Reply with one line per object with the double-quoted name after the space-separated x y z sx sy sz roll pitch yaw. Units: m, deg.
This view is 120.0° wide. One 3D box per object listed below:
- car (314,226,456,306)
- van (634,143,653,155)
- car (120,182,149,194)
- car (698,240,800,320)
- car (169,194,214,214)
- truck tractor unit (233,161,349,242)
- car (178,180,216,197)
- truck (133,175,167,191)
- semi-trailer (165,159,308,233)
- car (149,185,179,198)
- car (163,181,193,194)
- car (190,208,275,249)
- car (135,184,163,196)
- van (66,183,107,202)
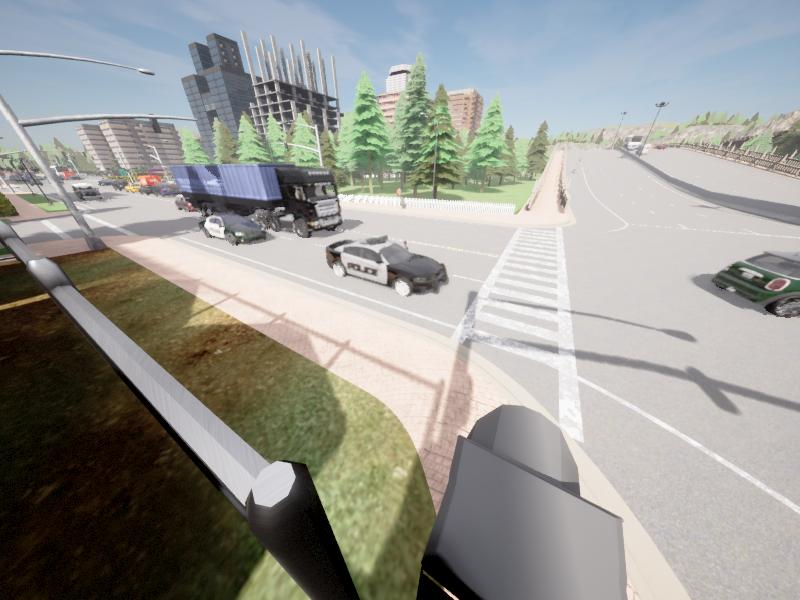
-0.710 -1.627 9.183 5.238 1.638 1.930 17 34 28 "car"
73.669 -45.726 70.050 2.351 2.431 6.366 16 41 26 "van"
-47.118 -19.966 41.007 5.366 1.575 1.801 17 34 27 "car"
13.452 -0.515 7.104 4.553 1.767 2.097 8 31 13 "car"
-21.527 -9.986 23.846 3.806 1.475 1.970 17 34 27 "car"
-7.204 -6.818 15.586 6.516 4.208 3.053 17 34 27 "truck tractor unit"
-31.949 -17.567 36.387 5.566 2.045 2.150 17 34 27 "car"
-49.132 -23.022 45.411 5.204 2.467 2.627 17 34 27 "truck"
-13.923 -8.989 19.157 14.254 4.402 2.717 17 34 27 "semi-trailer"
-35.779 -16.477 34.990 3.705 1.549 1.789 17 34 27 "car"
-38.129 -19.391 39.713 4.605 1.855 1.932 17 34 27 "car"
-10.458 -4.590 14.430 4.974 1.542 2.038 17 34 27 "car"
-41.167 -18.094 37.870 4.193 1.474 1.816 17 34 27 "car"
-42.590 -14.668 31.375 4.480 2.038 2.069 17 34 27 "van"
